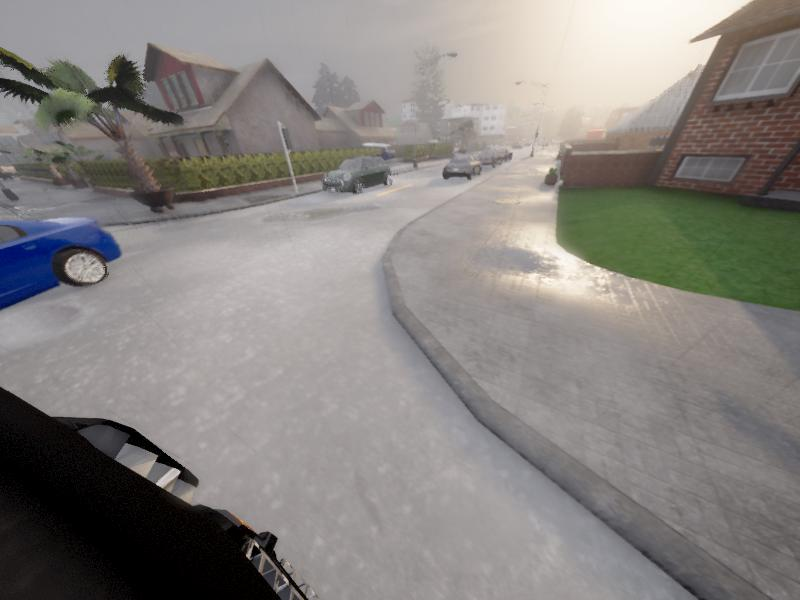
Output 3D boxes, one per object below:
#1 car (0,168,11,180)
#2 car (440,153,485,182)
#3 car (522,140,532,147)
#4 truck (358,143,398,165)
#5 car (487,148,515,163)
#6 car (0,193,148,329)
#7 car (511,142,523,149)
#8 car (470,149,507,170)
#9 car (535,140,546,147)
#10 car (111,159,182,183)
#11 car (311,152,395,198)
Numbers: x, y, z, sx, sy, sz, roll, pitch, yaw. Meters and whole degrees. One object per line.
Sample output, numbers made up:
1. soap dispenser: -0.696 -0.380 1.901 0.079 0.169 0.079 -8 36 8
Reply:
1. car: -65.006 -19.056 35.352 5.357 1.411 2.033 -30 43 -35
2. car: 4.513 -9.499 16.415 1.994 1.385 4.181 15 38 24
3. car: 41.218 -50.808 74.980 1.930 1.638 5.238 16 38 26
4. truck: -2.719 -18.093 28.575 4.478 2.038 2.069 19 39 24
5. car: 11.861 -16.952 27.041 1.895 1.301 4.718 17 39 27
6. car: -7.204 -0.153 3.192 1.882 1.535 5.008 -1 34 3
7. car: 30.174 -39.656 59.405 1.994 1.385 4.181 16 38 26
8. car: 8.504 -13.454 21.989 2.033 1.411 5.357 16 38 25
9. car: 44.382 -49.374 72.904 2.152 1.651 5.027 16 38 26
10. car: -22.592 -11.635 20.747 1.845 1.501 3.633 14 37 23
11. car: -2.381 -7.274 13.203 2.097 1.767 4.553 16 38 26
